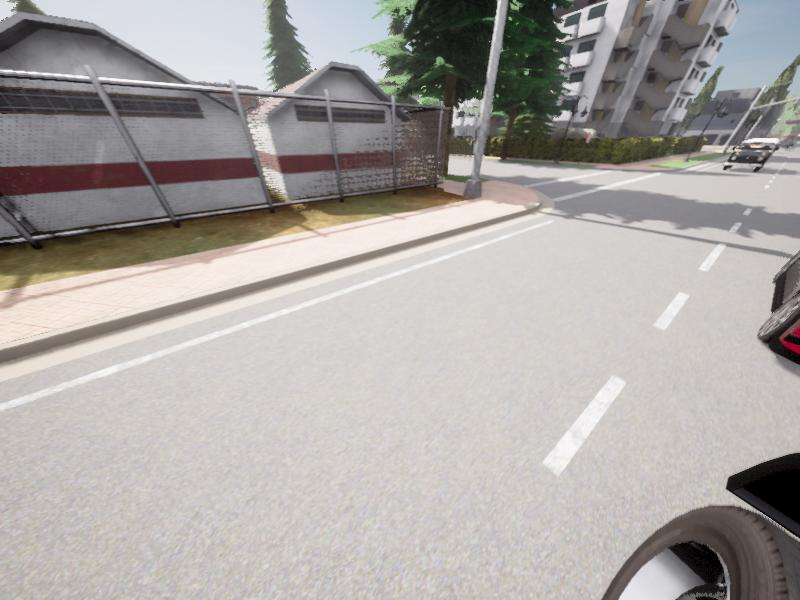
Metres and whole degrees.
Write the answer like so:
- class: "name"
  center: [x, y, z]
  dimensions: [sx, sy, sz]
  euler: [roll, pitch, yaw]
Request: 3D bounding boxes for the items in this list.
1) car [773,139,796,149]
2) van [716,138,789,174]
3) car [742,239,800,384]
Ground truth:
- class: "car"
  center: [77.184, -31.308, 46.343]
  dimensions: [3.705, 1.549, 1.789]
  euler: [-22, 41, -28]
- class: "van"
  center: [26.719, -11.010, 17.540]
  dimensions: [4.480, 2.038, 2.069]
  euler: [-22, 41, -28]
- class: "car"
  center: [6.308, -0.042, 2.637]
  dimensions: [3.806, 1.475, 1.970]
  euler: [-22, 41, -28]
